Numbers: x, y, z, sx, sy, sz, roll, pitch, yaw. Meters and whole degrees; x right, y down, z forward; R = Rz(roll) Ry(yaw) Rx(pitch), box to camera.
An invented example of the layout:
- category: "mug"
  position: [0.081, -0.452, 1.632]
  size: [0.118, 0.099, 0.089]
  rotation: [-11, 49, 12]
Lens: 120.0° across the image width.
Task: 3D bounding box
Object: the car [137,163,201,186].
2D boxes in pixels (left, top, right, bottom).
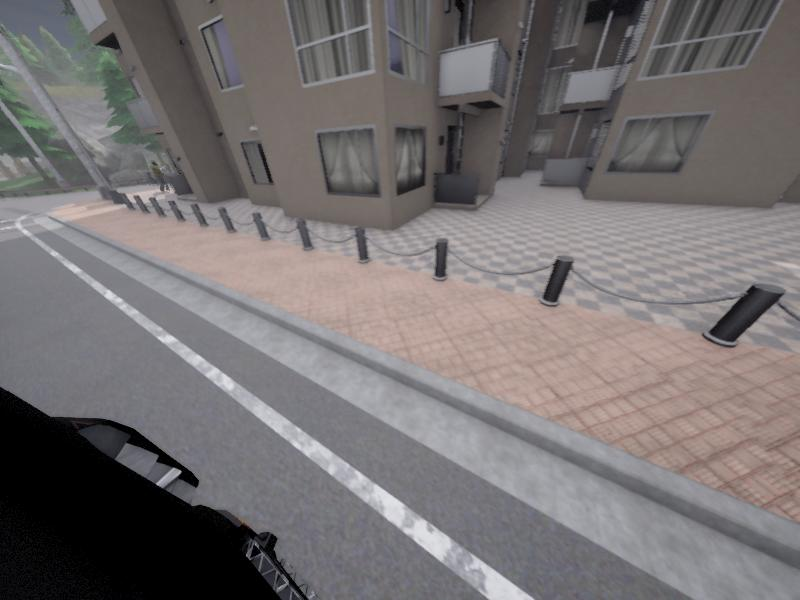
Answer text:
- category: "car"
  position: [-21.963, -12.079, 22.130]
  size: [1.845, 1.501, 3.633]
  rotation: [16, 38, 25]

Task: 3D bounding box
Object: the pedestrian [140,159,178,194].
- category: "pedestrian"
  position: [-15.223, -7.805, 14.637]
  size: [0.751, 1.860, 0.751]
  rotation: [15, 38, 24]
